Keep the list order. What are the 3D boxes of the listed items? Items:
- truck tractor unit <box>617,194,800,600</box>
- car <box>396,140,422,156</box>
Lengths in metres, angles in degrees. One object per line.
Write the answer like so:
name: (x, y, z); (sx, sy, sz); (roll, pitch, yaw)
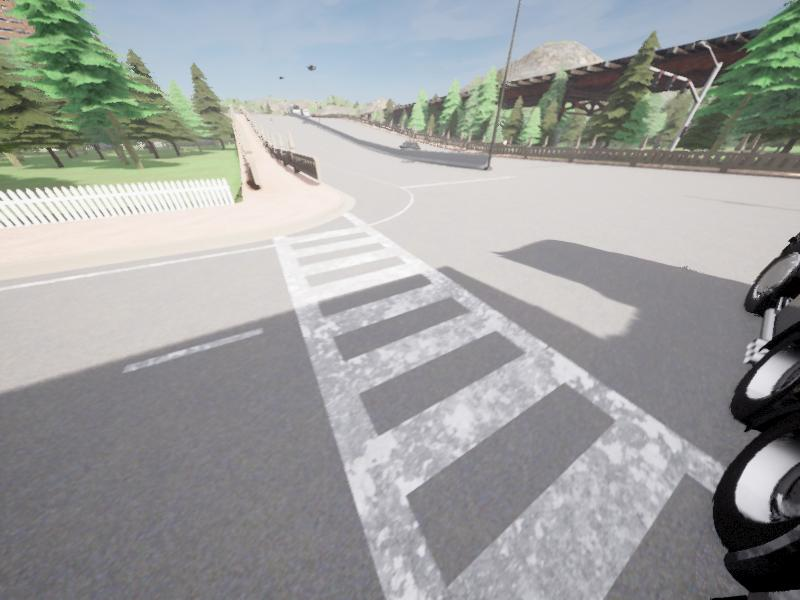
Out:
truck tractor unit: (4.983, -0.410, 0.944); (6.516, 4.208, 3.053); (-23, 41, -29)
car: (1.359, -24.664, 37.316); (2.097, 1.767, 4.553); (-18, 42, -24)
